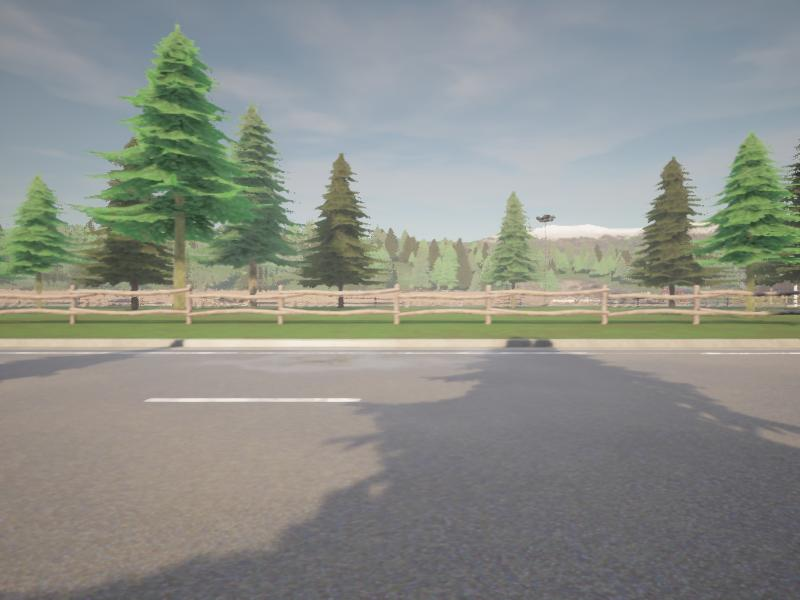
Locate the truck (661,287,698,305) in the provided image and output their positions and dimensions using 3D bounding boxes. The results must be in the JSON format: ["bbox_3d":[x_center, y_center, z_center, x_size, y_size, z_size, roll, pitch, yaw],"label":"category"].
[{"bbox_3d":[65.158,-0.881,93.489,2.891,3.827,8.468,0,0,0],"label":"truck"}]

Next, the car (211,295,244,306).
[{"bbox_3d":[-28.696,0.035,66.717,4.605,1.855,1.932,0,0,0],"label":"car"}]
